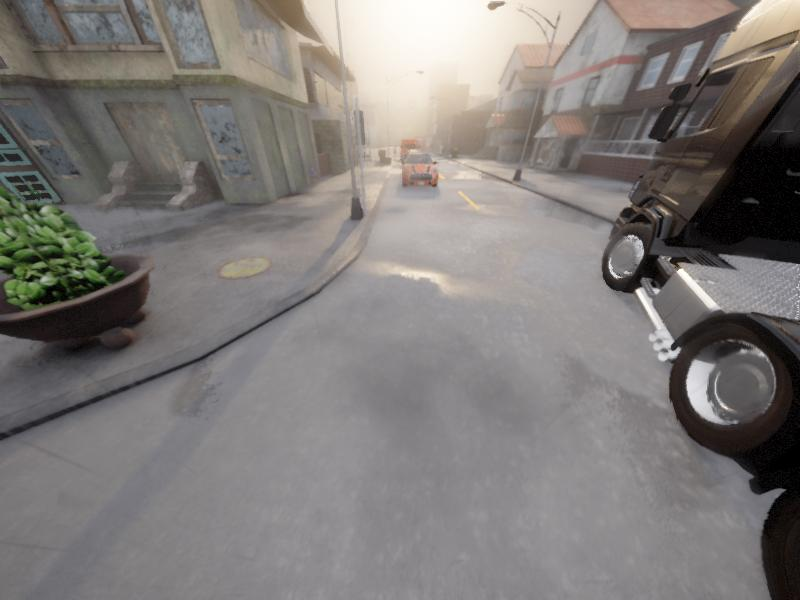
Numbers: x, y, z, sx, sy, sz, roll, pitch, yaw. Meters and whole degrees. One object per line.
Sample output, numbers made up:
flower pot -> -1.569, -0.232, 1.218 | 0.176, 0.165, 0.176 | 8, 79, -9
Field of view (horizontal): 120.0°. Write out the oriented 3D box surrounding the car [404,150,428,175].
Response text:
car -> 1.253, -11.999, 20.047 | 1.851, 1.617, 3.988 | 0, 35, 0

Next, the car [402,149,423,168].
car -> 1.306, -15.798, 25.624 | 2.038, 1.542, 4.974 | 0, 35, 0

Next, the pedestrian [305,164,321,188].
pedestrian -> -4.816, -6.904, 12.851 | 0.500, 1.100, 0.500 | 1, 35, 1

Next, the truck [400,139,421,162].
truck -> 1.368, -20.563, 31.703 | 2.627, 2.467, 5.204 | 0, 35, 0

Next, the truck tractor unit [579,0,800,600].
truck tractor unit -> 4.280, -0.742, 1.416 | 3.053, 4.208, 6.516 | 16, 38, 21

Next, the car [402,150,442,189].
car -> 1.207, -8.343, 14.577 | 2.097, 1.767, 4.553 | 0, 35, 0
